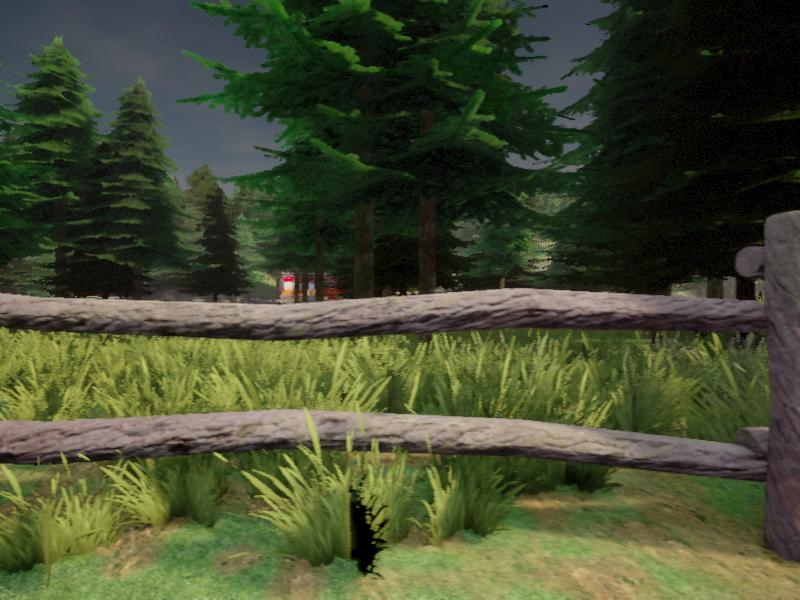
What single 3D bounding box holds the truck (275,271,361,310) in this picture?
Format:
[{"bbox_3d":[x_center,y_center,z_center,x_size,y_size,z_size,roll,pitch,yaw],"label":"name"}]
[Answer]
[{"bbox_3d":[-8.568,-0.923,42.269,8.468,3.827,2.891,0,0,-29],"label":"truck"}]
